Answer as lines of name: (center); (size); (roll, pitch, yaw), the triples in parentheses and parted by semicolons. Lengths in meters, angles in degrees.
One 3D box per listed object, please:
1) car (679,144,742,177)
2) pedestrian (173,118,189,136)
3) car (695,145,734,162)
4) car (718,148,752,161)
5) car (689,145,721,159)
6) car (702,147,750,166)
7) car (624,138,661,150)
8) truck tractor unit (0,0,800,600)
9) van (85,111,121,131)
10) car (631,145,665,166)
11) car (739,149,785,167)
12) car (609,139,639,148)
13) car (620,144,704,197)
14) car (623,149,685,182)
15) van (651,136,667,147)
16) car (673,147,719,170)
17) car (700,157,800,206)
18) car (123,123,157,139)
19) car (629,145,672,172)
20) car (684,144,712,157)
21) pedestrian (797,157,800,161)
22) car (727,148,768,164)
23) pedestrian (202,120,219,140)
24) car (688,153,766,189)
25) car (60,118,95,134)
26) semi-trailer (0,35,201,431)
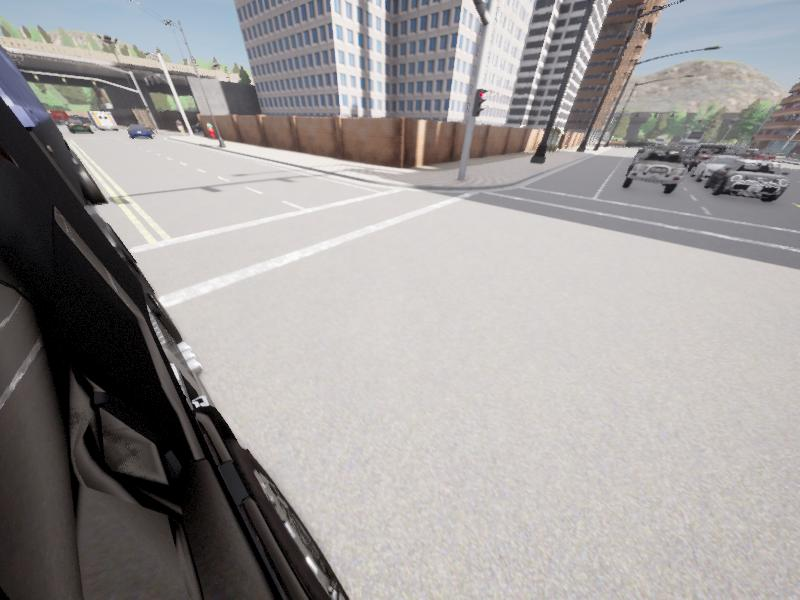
car: (24.682, -11.305, 18.580); (1.905, 1.878, 3.866); (28, 44, 30)
pedestrian: (-28.463, -22.426, 30.029); (0.751, 1.860, 0.751); (-18, 41, -25)
car: (42.094, -19.761, 31.094); (2.033, 1.649, 4.856); (28, 44, 30)
car: (50.391, -22.015, 34.861); (1.895, 1.301, 4.718); (28, 44, 30)
car: (46.545, -22.738, 35.410); (2.007, 1.525, 4.514); (28, 44, 30)
car: (37.719, -16.751, 26.922); (2.128, 1.511, 4.902); (28, 44, 30)
car: (56.366, -36.507, 53.926); (5.566, 2.045, 2.150); (28, 44, 30)
truck tractor unit: (-2.645, -0.295, 0.351); (6.516, 4.208, 3.053); (28, 44, 30)
van: (-49.552, -29.815, 38.521); (6.366, 2.431, 2.351); (28, 44, 30)
car: (25.665, -15.046, 23.977); (1.816, 1.474, 4.193); (28, 44, 30)
car: (42.664, -16.878, 27.342); (1.789, 1.549, 3.705); (28, 44, 30)
car: (56.084, -39.197, 57.913); (5.366, 1.575, 1.801); (28, 44, 30)
car: (13.542, -6.952, 12.136); (1.932, 1.855, 4.605); (30, 45, 32)
car: (17.488, -9.508, 16.107); (2.163, 1.488, 4.792); (28, 44, 30)
van: (77.942, -47.667, 69.618); (1.988, 2.561, 5.915); (28, 44, 30)
car: (28.814, -13.949, 22.680); (1.837, 1.490, 4.892); (28, 44, 30)
car: (17.050, -5.960, 11.351); (1.970, 1.475, 3.806); (28, 44, 30)
car: (-31.409, -20.493, 28.000); (1.994, 1.385, 4.181); (-22, 44, -29)
car: (21.662, -12.390, 20.090); (1.851, 1.617, 3.988); (28, 44, 30)
car: (50.762, -25.568, 39.492); (2.007, 1.525, 4.514); (28, 44, 30)
pedestrian: (59.476, -21.275, 33.635); (0.751, 1.860, 0.751); (32, 46, 33)
car: (46.403, -19.382, 30.965); (1.970, 1.475, 3.806); (28, 44, 30)
pedestrian: (-22.119, -19.850, 26.998); (0.751, 1.860, 0.751); (24, 42, 26)
car: (20.739, -8.459, 14.927); (1.812, 1.442, 4.674); (28, 44, 30)
car: (-43.942, -23.767, 31.482); (4.974, 1.542, 2.038); (28, 44, 30)
semi-trailer: (-8.661, -3.619, 4.278); (14.254, 4.402, 2.717); (29, 44, 30)
